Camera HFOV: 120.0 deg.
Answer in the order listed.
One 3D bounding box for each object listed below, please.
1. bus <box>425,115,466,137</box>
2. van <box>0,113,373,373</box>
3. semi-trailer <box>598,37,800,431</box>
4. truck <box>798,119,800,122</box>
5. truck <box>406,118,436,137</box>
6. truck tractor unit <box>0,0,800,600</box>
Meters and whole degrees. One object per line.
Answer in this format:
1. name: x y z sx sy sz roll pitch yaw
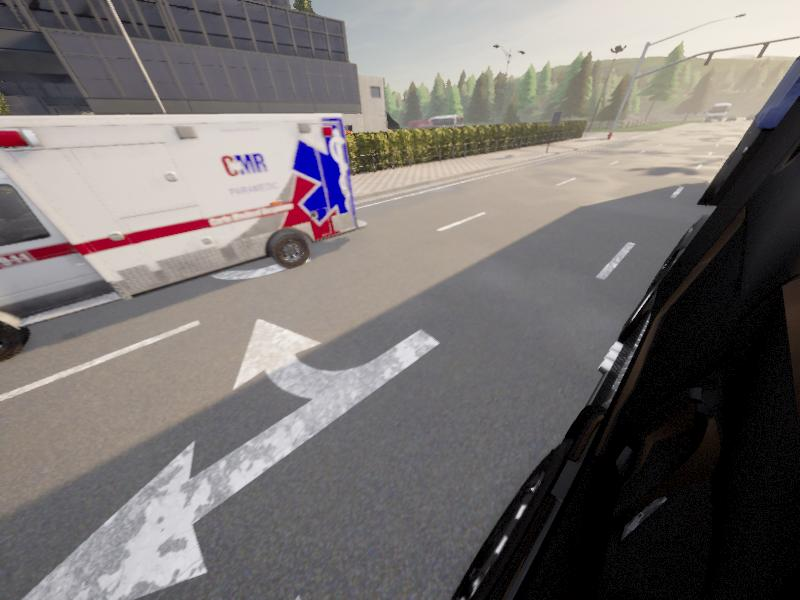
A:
1. bus: 11.662 -46.130 61.280 3.944 4.253 10.273 -28 43 -30
2. van: -3.876 -1.553 3.972 6.366 2.431 2.351 -28 44 -30
3. semi-trailer: 8.708 -3.594 4.225 14.254 4.402 2.717 -28 43 -30
4. truck: 82.891 -37.046 45.944 5.204 2.467 2.627 -28 44 -30
5. truck: 5.597 -46.977 63.170 2.891 3.827 8.468 -28 43 -30
6. truck tractor unit: 2.645 -0.295 0.351 6.516 4.208 3.053 -28 44 -30
